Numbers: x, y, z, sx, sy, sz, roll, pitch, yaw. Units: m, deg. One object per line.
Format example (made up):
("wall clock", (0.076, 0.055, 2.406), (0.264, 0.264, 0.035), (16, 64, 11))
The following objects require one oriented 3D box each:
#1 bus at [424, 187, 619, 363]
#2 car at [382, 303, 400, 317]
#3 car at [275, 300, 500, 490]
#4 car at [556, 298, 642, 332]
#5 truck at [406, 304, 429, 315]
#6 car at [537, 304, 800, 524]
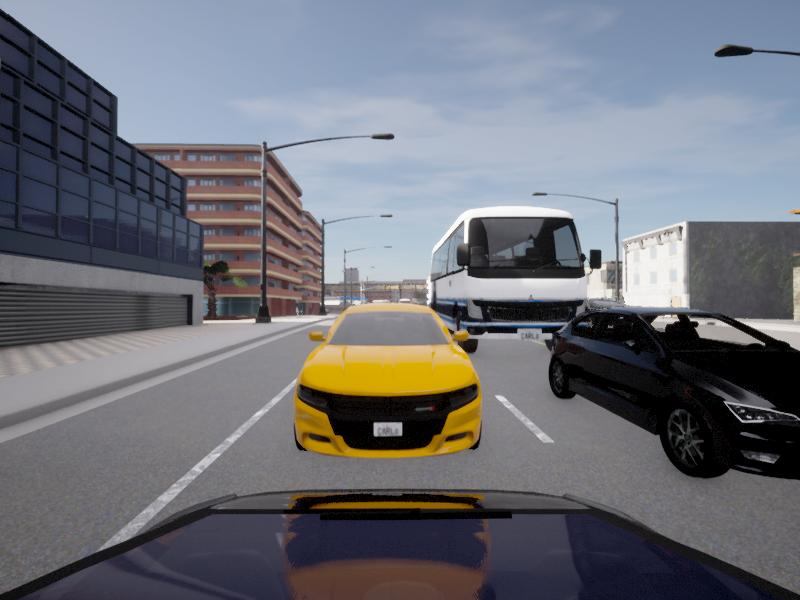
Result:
("bus", (3.261, -0.654, 14.845), (3.944, 4.253, 10.273), (0, 1, -1))
("car", (-0.994, 1.132, 43.043), (1.812, 1.442, 4.674), (0, -2, -1))
("car", (-0.158, 0.790, 5.854), (1.882, 1.535, 5.008), (0, 1, -1))
("car", (10.012, 0.677, 20.674), (1.882, 1.535, 5.008), (0, 0, -1))
("truck", (4.423, 2.357, 99.567), (5.204, 2.467, 2.627), (1, -1, -37))
("car", (3.366, 0.830, 4.942), (1.816, 1.474, 4.193), (0, 0, -1))
